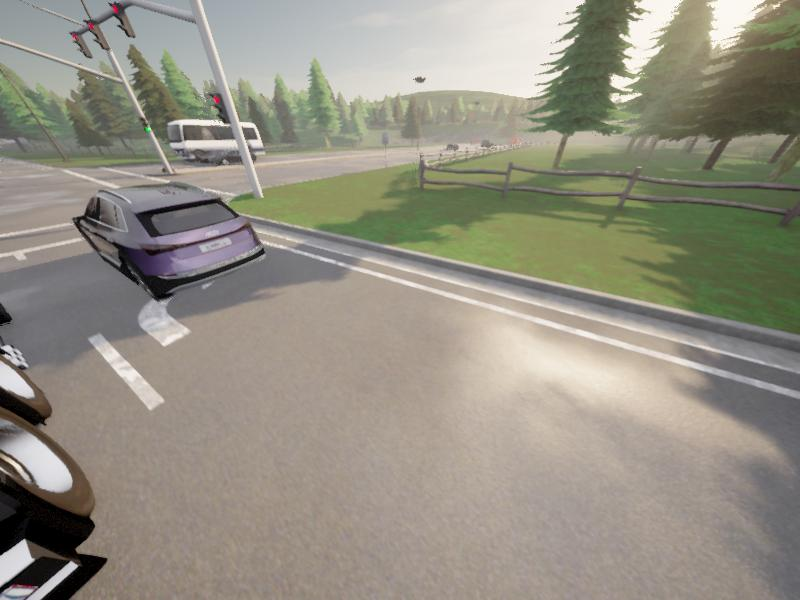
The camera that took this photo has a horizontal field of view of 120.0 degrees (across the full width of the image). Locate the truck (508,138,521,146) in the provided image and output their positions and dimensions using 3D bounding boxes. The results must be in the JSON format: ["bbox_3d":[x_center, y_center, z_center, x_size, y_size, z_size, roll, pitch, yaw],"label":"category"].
[{"bbox_3d":[42.759,-59.010,86.206,2.627,2.467,5.204,20,40,26],"label":"truck"}]

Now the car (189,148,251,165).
[{"bbox_3d":[-21.349,-17.220,27.678,2.033,1.411,5.357,18,39,24],"label":"car"}]

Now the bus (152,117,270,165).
[{"bbox_3d":[-23.288,-20.364,29.708,3.944,4.253,10.273,18,39,24],"label":"bus"}]

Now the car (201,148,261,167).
[{"bbox_3d":[-18.629,-15.954,25.749,1.837,1.490,4.892,18,39,24],"label":"car"}]

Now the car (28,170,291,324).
[{"bbox_3d":[-4.940,-1.531,4.813,4.856,1.649,2.033,20,40,26],"label":"car"}]

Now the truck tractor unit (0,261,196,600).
[{"bbox_3d":[-5.107,-0.304,0.789,6.516,4.208,3.053,18,39,24],"label":"truck tractor unit"}]
